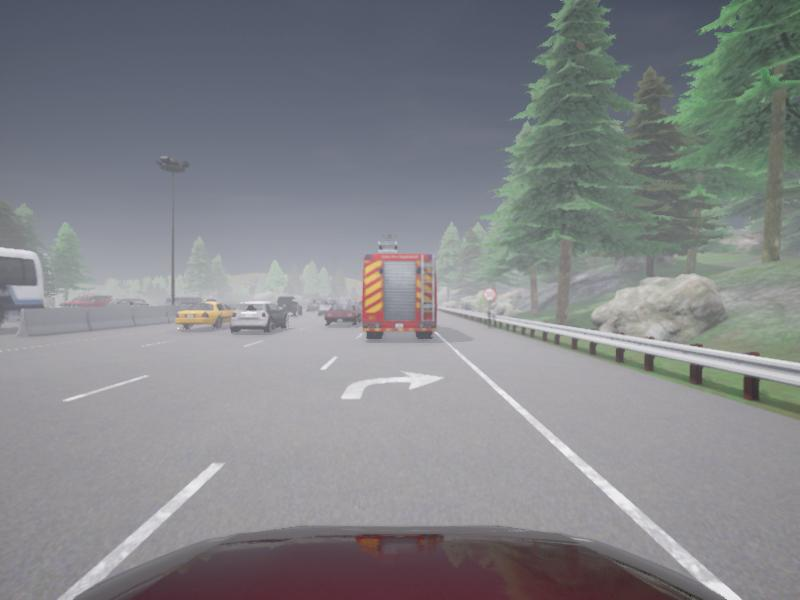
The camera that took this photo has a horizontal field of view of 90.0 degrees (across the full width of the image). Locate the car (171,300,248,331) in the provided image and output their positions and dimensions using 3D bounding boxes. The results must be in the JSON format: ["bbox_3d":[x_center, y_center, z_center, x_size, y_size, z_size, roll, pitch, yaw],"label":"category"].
[{"bbox_3d":[-10.537,0.774,22.646,1.801,1.575,5.366,0,0,0],"label":"car"}]

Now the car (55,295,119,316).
[{"bbox_3d":[-31.568,0.520,40.587,2.150,2.045,5.566,0,0,0],"label":"car"}]

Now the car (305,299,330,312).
[{"bbox_3d":[-10.600,0.693,51.867,2.242,1.667,4.611,0,0,0],"label":"car"}]

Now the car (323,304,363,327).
[{"bbox_3d":[-3.542,0.912,25.799,1.895,1.301,4.718,0,0,0],"label":"car"}]

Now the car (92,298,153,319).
[{"bbox_3d":[-24.558,0.714,35.604,2.242,1.667,4.611,0,0,0],"label":"car"}]

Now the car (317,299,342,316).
[{"bbox_3d":[-7.066,0.739,40.607,1.851,1.617,3.988,0,0,0],"label":"car"}]

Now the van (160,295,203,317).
[{"bbox_3d":[-21.063,0.552,38.829,1.775,1.987,4.442,0,0,0],"label":"van"}]

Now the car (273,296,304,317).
[{"bbox_3d":[-10.561,0.599,38.120,1.905,1.878,3.866,0,0,0],"label":"car"}]

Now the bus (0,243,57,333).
[{"bbox_3d":[-20.906,-0.559,16.923,3.944,4.253,10.273,0,1,0],"label":"bus"}]

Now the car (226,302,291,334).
[{"bbox_3d":[-7.031,0.828,20.356,1.970,1.475,3.806,0,0,0],"label":"car"}]

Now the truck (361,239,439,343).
[{"bbox_3d":[-0.025,-0.344,19.067,2.891,3.827,8.468,0,0,0],"label":"truck"}]

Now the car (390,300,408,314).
[{"bbox_3d":[-0.084,0.768,47.134,2.038,1.542,4.974,0,0,0],"label":"car"}]

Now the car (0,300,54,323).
[{"bbox_3d":[-28.046,0.788,28.871,1.882,1.535,5.008,0,1,0],"label":"car"}]
